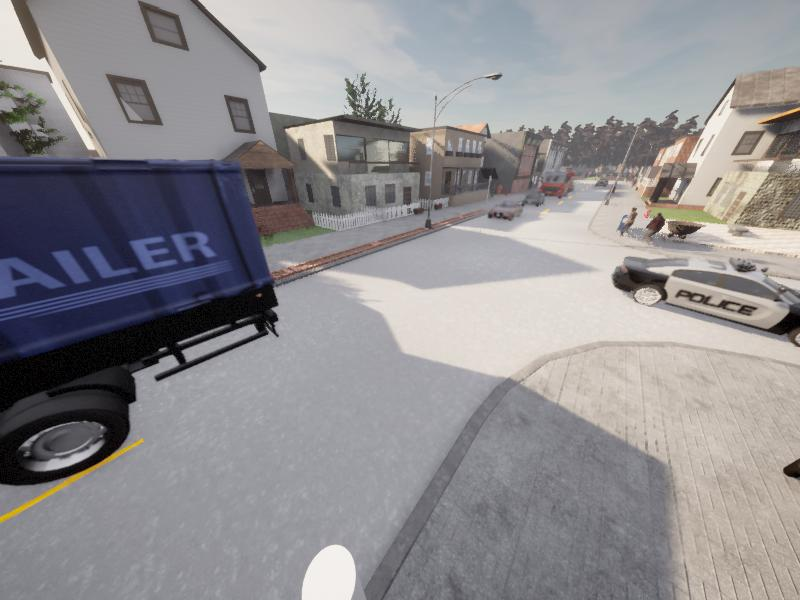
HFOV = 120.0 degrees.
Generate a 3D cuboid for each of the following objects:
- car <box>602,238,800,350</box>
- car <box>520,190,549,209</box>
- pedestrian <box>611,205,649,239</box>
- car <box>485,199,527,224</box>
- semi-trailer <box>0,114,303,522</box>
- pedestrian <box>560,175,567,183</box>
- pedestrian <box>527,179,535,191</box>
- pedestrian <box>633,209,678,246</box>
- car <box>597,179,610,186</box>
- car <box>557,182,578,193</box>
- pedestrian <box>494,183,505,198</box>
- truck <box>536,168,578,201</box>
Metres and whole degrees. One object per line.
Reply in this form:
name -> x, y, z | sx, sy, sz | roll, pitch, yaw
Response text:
car -> 9.794, -0.309, 6.900 | 5.238, 1.638, 1.930 | 27, 40, 37
car -> 15.597, -11.707, 26.725 | 1.789, 1.549, 3.705 | 23, 37, 34
pedestrian -> 14.019, -4.771, 14.135 | 0.751, 1.860, 0.751 | -2, 30, -3
car -> 9.414, -7.946, 20.400 | 1.994, 1.385, 4.181 | 23, 37, 34
semi-trailer -> -8.275, 1.591, 0.831 | 2.717, 4.402, 14.254 | 26, 39, 37
pedestrian -> 44.207, -32.645, 62.432 | 0.751, 1.860, 0.751 | -26, 39, -38
pedestrian -> 23.749, -20.795, 41.908 | 0.751, 1.860, 0.751 | 23, 37, 34
pedestrian -> 14.088, -3.998, 12.796 | 0.751, 1.860, 0.751 | -1, 30, -1
car -> 50.640, -29.373, 57.513 | 1.994, 1.385, 4.181 | 23, 37, 34
car -> 30.763, -20.699, 42.377 | 2.163, 1.488, 4.792 | 23, 37, 34
pedestrian -> 14.099, -15.528, 32.785 | 0.751, 1.860, 0.751 | -24, 37, -35
truck -> 23.329, -17.293, 34.134 | 2.891, 3.827, 8.468 | 23, 37, 34
